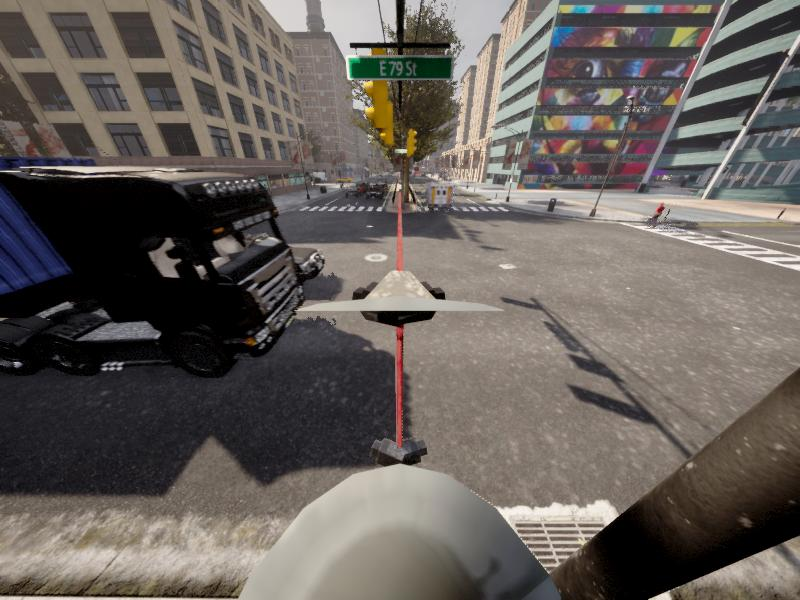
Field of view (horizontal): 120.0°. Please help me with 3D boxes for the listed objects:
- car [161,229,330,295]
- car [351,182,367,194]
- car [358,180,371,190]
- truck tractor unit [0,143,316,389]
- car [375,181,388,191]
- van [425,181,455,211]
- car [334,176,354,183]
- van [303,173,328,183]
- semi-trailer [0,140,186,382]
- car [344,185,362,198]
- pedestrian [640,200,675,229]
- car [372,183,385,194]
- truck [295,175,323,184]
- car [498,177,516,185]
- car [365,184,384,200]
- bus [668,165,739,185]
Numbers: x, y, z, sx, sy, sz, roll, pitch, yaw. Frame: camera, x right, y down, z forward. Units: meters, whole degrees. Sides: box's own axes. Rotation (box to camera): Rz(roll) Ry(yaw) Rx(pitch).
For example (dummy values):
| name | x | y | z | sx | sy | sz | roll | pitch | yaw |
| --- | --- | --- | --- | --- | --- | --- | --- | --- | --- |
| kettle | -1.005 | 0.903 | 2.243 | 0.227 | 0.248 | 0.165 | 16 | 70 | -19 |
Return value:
| name | x | y | z | sx | sy | sz | roll | pitch | yaw |
| --- | --- | --- | --- | --- | --- | --- | --- | --- | --- |
| car | -5.339 | -1.481 | 8.693 | 4.605 | 1.855 | 1.932 | 0 | 30 | 0 |
| car | -7.178 | -20.111 | 41.312 | 2.007 | 1.525 | 4.514 | 0 | 30 | 0 |
| car | -7.190 | -23.368 | 46.985 | 1.837 | 1.490 | 4.892 | 0 | 30 | 0 |
| truck tractor unit | -5.981 | -0.749 | 5.077 | 6.516 | 4.208 | 3.053 | 0 | 30 | 1 |
| car | -3.663 | -22.793 | 45.972 | 2.128 | 1.511 | 4.902 | 0 | 30 | 0 |
| van | 4.283 | -11.894 | 26.179 | 2.351 | 2.431 | 6.366 | 1 | 30 | 1 |
| car | -16.040 | -34.559 | 66.283 | 5.366 | 1.575 | 1.801 | -10 | 31 | -16 |
| van | -23.913 | -34.661 | 65.502 | 5.915 | 2.561 | 1.988 | -1 | 30 | -2 |
| semi-trailer | -13.894 | -0.855 | 5.069 | 14.254 | 4.402 | 2.717 | 0 | 30 | 0 |
| car | -7.151 | -16.750 | 35.573 | 1.812 | 1.442 | 4.674 | 0 | 30 | 0 |
| pedestrian | 18.768 | -6.227 | 16.883 | 0.751 | 1.860 | 0.751 | -1 | 30 | -2 |
| car | -3.683 | -19.398 | 40.235 | 1.994 | 1.385 | 4.181 | 0 | 30 | 0 |
| truck | -24.589 | -32.674 | 62.500 | 6.274 | 2.098 | 2.390 | 0 | 30 | -1 |
| car | 27.196 | -30.383 | 58.961 | 2.161 | 1.482 | 4.786 | 0 | 30 | 0 |
| car | -3.698 | -15.908 | 33.887 | 2.242 | 1.667 | 4.611 | 0 | 30 | 0 |
| bus | 78.733 | -32.787 | 60.533 | 3.944 | 4.253 | 10.273 | 0 | 30 | 0 |
